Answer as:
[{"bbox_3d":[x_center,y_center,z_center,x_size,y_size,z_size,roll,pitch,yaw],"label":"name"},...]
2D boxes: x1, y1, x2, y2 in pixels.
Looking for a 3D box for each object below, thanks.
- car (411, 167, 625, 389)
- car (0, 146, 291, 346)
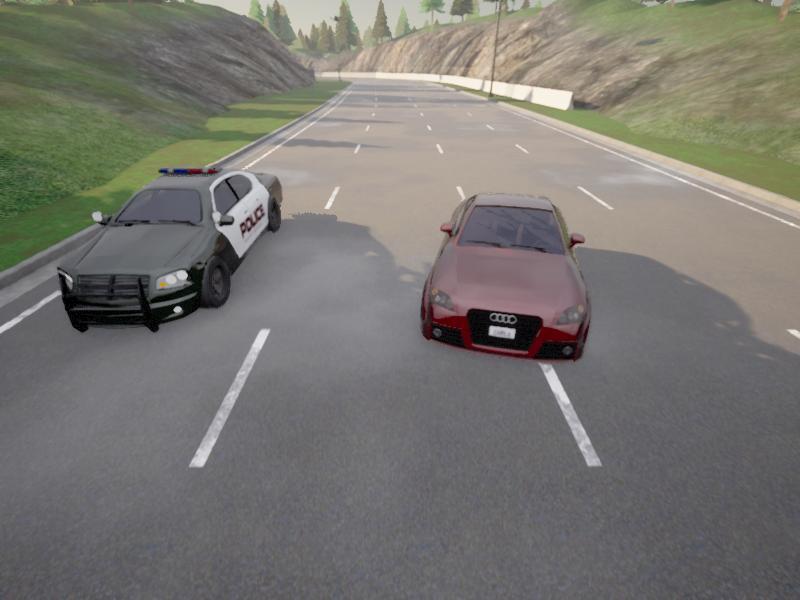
[{"bbox_3d":[1.602,-0.779,5.982,1.994,1.385,4.181,7,31,12],"label":"car"},{"bbox_3d":[-3.541,-1.348,6.783,2.038,1.542,4.974,0,31,0],"label":"car"}]
